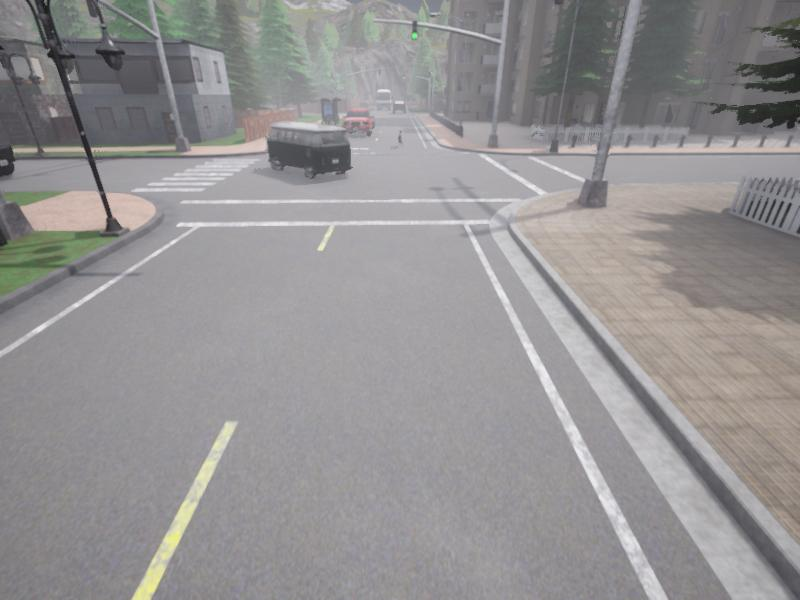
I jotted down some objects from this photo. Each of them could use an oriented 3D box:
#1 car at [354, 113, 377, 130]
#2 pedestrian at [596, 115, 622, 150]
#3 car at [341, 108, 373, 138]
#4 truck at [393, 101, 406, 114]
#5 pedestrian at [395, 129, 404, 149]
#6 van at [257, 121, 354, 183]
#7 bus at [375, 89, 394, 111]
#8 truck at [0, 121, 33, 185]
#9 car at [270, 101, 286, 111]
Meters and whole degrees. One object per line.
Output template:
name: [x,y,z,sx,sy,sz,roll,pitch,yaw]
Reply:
car: [-3.562,-18.641,41.635,1.994,1.385,4.181,0,27,0]
pedestrian: [12.274,-9.841,23.543,0.751,1.860,0.751,-1,27,-1]
car: [-3.549,-15.304,34.361,2.150,2.045,5.566,0,27,0]
truck: [-0.113,-37.119,76.995,2.390,2.098,6.274,0,27,0]
pedestrian: [-0.017,-10.220,25.402,0.500,1.100,0.500,-3,27,-6]
van: [-4.081,-6.439,17.073,1.775,1.987,4.442,-23,35,-39]
bus: [-3.522,-46.479,92.930,3.944,4.253,10.273,0,27,0]
truck: [-18.352,-5.403,14.870,6.274,2.098,2.390,-4,27,-8]
car: [-25.146,-39.960,82.426,1.932,1.855,4.605,-1,27,-1]
